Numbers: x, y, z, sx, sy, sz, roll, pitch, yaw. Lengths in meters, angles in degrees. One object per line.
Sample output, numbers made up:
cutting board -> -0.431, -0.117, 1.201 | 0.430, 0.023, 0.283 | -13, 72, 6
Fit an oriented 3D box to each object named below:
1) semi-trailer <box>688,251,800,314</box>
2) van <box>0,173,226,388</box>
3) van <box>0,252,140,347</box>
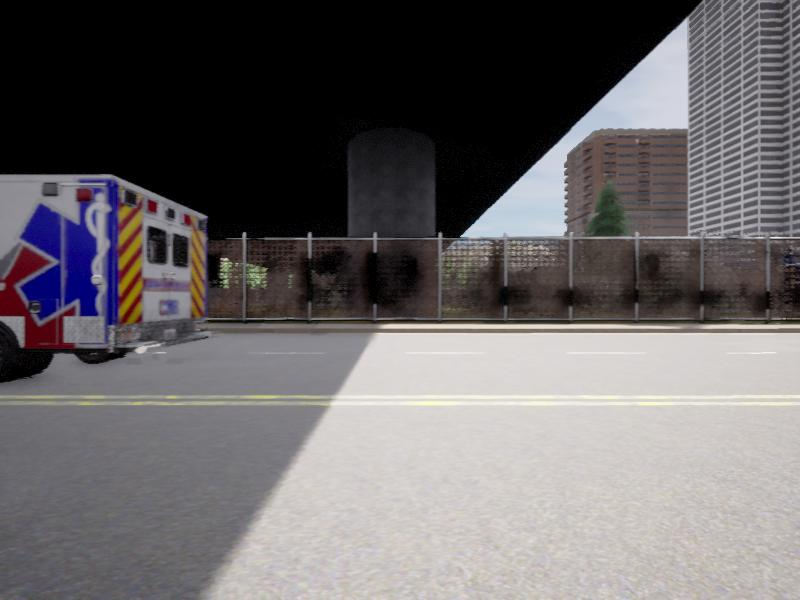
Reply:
semi-trailer -> 29.363, -1.262, 31.720 | 2.717, 4.402, 14.254 | 0, 0, 0
van -> -6.167, -0.225, 5.702 | 6.366, 2.431, 2.351 | 0, 0, 0
van -> -8.787, -0.006, 9.199 | 4.442, 1.987, 1.775 | 0, 0, 0
